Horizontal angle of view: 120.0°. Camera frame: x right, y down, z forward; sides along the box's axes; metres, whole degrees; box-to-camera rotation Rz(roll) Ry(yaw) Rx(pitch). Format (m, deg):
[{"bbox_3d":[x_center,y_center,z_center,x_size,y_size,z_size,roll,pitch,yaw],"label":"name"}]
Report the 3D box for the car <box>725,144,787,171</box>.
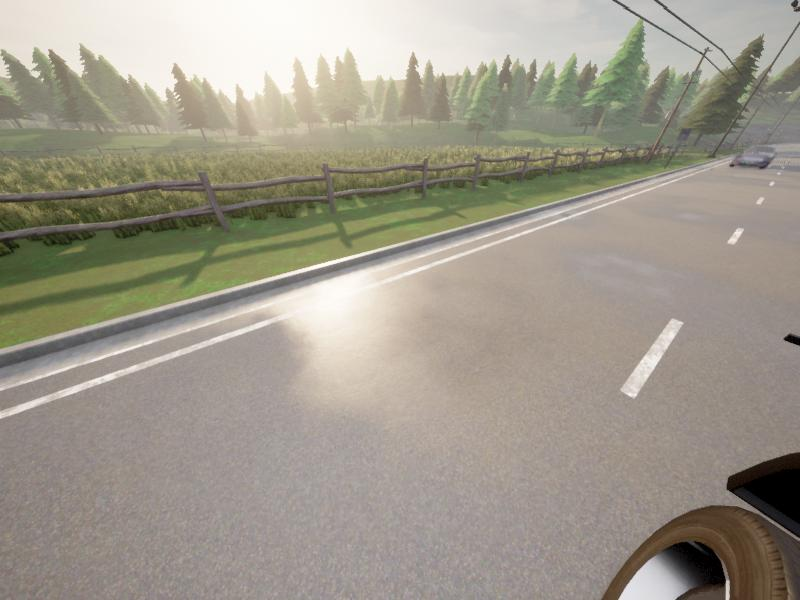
[{"bbox_3d":[29.844,-12.037,19.368,4.856,1.649,2.033,-22,41,-28],"label":"car"}]
